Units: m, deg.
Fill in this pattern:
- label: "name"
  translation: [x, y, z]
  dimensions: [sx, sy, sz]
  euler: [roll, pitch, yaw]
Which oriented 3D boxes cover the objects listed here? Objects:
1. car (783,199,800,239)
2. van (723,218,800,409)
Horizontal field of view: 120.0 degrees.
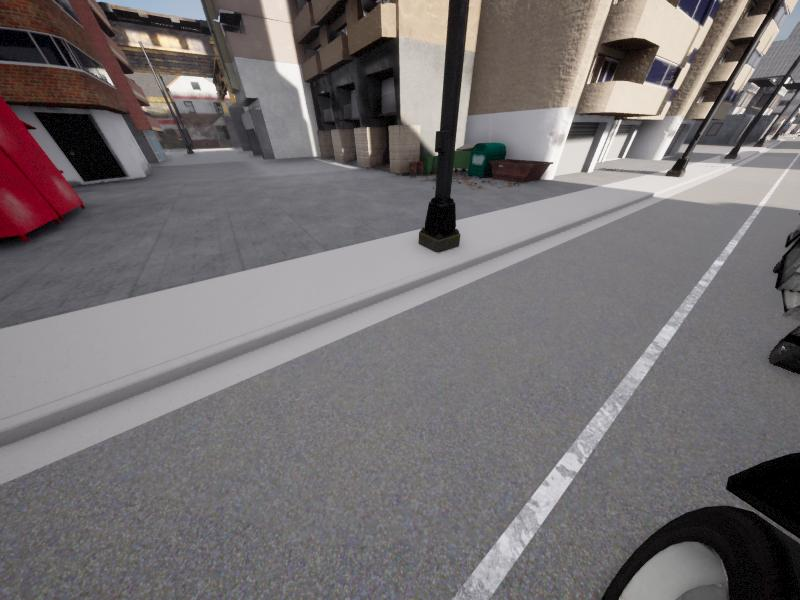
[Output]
- label: "car"
  translation: [13.142, -2.685, 6.325]
  dimensions: [4.902, 1.511, 2.128]
  euler: [-22, 40, -27]
- label: "van"
  translation: [7.034, -0.625, 2.656]
  dimensions: [6.366, 2.431, 2.351]
  euler: [-22, 40, -27]
